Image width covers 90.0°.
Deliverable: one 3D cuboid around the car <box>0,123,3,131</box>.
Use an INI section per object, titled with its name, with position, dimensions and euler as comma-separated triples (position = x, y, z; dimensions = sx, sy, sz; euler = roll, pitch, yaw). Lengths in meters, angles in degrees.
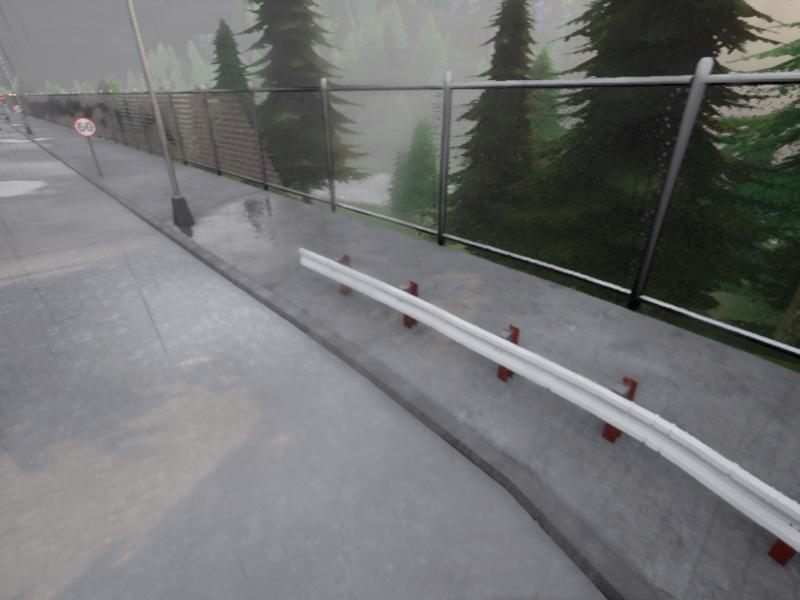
[car]
position = -41.218, -17.749, 39.628
dimensions = 2.097, 1.767, 4.553
euler = -24, 35, -38
